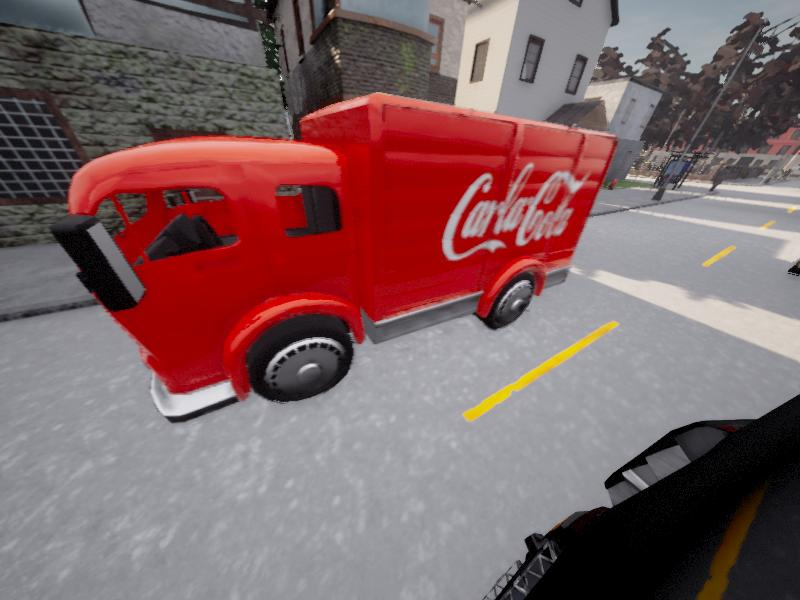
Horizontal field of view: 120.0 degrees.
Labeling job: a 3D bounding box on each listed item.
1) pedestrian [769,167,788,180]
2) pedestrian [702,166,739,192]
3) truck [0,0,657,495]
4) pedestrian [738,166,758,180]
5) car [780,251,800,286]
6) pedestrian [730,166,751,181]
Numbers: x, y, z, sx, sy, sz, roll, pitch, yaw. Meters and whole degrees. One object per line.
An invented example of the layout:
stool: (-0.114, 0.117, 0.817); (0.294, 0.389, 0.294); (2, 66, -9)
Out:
pedestrian: (65.117, -21.725, 39.738); (0.751, 1.860, 0.751); (-14, 37, -23)
pedestrian: (26.464, -10.010, 19.108); (0.751, 1.860, 0.751); (-1, 34, -6)
truck: (-0.067, -0.902, 3.072); (5.204, 2.467, 2.627); (-16, 38, -26)
pedestrian: (53.010, -19.329, 35.204); (0.751, 1.860, 0.751); (-16, 38, -26)
car: (11.363, -1.237, 5.290); (5.008, 1.535, 1.882); (-16, 38, -26)
pedestrian: (48.066, -17.873, 32.634); (0.751, 1.860, 0.751); (-17, 39, -28)
